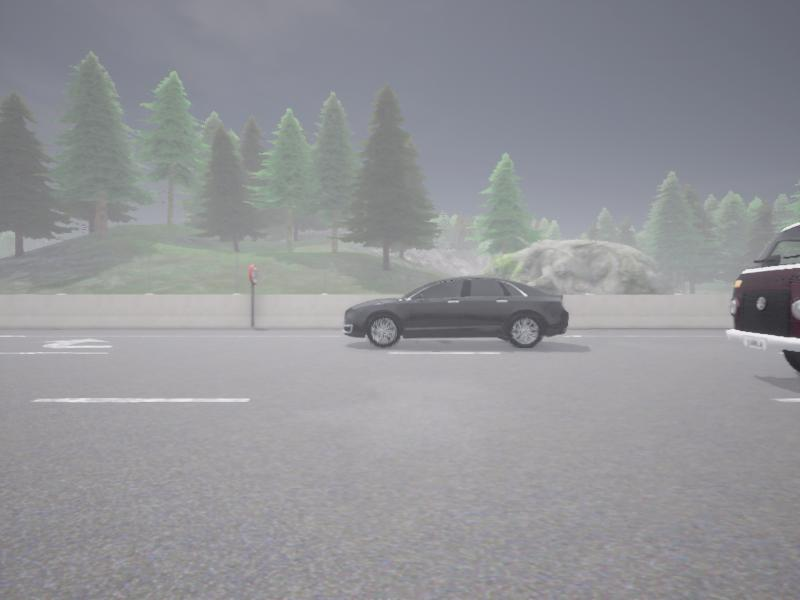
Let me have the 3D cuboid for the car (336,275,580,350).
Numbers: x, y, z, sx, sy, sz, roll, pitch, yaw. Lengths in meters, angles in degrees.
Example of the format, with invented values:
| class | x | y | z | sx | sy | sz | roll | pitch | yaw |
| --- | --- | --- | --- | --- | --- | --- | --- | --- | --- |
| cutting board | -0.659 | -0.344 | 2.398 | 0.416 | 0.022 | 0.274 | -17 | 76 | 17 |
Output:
| class | x | y | z | sx | sy | sz | roll | pitch | yaw |
| --- | --- | --- | --- | --- | --- | --- | --- | --- | --- |
| car | 1.178 | 0.245 | 9.002 | 4.892 | 1.490 | 1.837 | 0 | 0 | 2 |

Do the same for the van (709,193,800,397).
| class | x | y | z | sx | sy | sz | roll | pitch | yaw |
| --- | --- | --- | --- | --- | --- | --- | --- | --- | --- |
| van | 6.335 | -0.021 | 4.145 | 4.480 | 2.038 | 2.069 | 1 | 0 | 14 |
